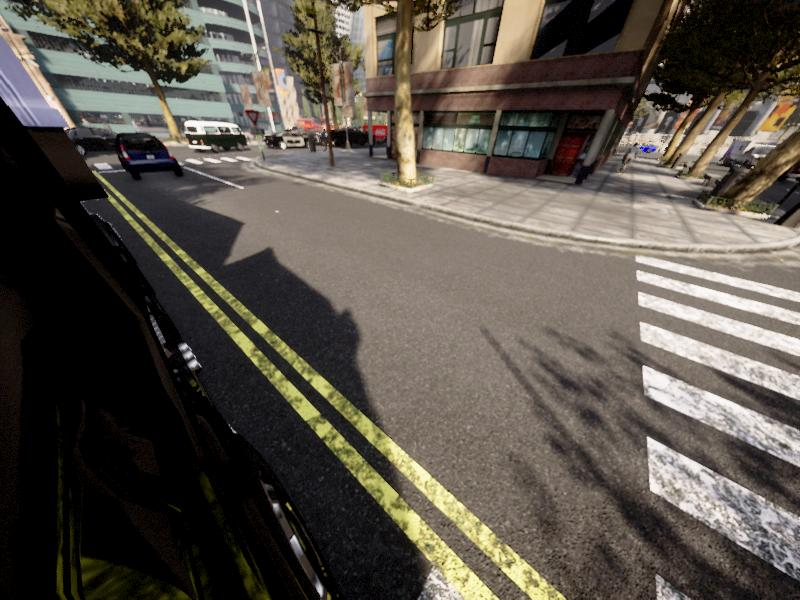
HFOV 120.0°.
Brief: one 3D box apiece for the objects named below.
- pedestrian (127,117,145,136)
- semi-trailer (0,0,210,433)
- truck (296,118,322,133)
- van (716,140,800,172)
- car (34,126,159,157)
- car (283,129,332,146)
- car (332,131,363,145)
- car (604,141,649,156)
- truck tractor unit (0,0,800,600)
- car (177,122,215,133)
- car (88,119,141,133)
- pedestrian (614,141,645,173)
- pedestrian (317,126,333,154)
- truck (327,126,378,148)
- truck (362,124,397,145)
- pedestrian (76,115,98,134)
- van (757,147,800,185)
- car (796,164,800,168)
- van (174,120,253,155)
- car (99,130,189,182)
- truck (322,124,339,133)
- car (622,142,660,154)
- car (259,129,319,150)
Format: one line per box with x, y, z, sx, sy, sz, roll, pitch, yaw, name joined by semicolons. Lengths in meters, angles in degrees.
-33.953;-22.286;29.724;0.751;1.860;0.751;-26;45;-33;pedestrian
-9.223;-3.174;3.648;14.254;4.402;2.717;22;41;24;semi-trailer
-31.126;-59.971;79.186;8.468;3.827;2.891;20;40;22;truck
37.656;-15.515;24.675;2.351;2.431;6.366;22;41;25;van
-20.282;-10.845;15.757;1.837;1.490;4.892;28;43;30;car
-11.389;-20.306;28.875;1.930;1.638;5.238;28;43;30;car
-7.361;-23.020;32.899;1.970;1.475;3.806;28;43;30;car
36.055;-24.215;36.896;4.611;1.667;2.242;33;46;33;car
-2.645;-0.295;0.351;6.516;4.208;3.053;28;44;30;truck tractor unit
-39.584;-33.523;44.884;2.128;1.511;4.902;28;43;30;car
-43.812;-26.716;35.552;2.161;1.482;4.786;28;43;30;car
15.978;-10.002;16.161;0.751;1.860;0.751;24;42;26;pedestrian
-6.387;-13.630;19.718;0.751;1.860;0.751;-28;46;-34;pedestrian
-5.867;-21.027;29.787;2.390;2.098;6.274;28;43;30;truck
-3.183;-26.292;36.711;2.627;2.467;5.204;28;43;30;truck
-40.654;-22.769;29.978;0.751;1.860;0.751;18;39;20;pedestrian
29.063;-9.675;16.640;2.069;2.038;4.480;28;43;30;van
49.972;-15.949;26.671;3.988;1.617;1.851;4;36;2;car
-15.092;-13.496;19.168;2.069;2.038;4.480;11;37;11;van
-11.784;-6.729;10.631;3.988;1.617;1.851;30;45;32;car
-24.013;-59.079;79.546;5.204;2.467;2.627;25;42;28;truck
44.387;-28.066;42.694;4.514;1.525;2.007;28;44;30;car
-11.479;-16.976;24.394;1.930;1.638;5.238;28;43;30;car
